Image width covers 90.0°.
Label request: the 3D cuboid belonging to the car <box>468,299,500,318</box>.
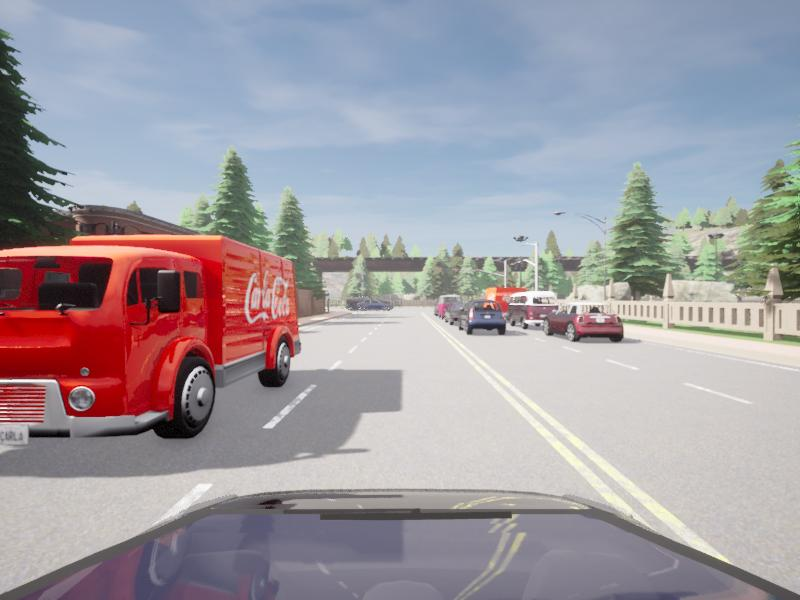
[{"bbox_3d":[7.685,0.749,37.042,2.033,1.649,4.856,0,0,1],"label":"car"}]

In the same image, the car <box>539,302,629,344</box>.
[{"bbox_3d":[7.314,0.840,16.356,1.970,1.475,3.806,0,0,1],"label":"car"}]

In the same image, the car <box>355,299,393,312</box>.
[{"bbox_3d":[-3.485,0.737,54.855,5.027,1.651,2.152,0,0,1],"label":"car"}]

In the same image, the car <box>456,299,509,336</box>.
[{"bbox_3d":[3.870,0.772,19.429,1.851,1.617,3.988,0,0,1],"label":"car"}]

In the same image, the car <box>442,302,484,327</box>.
[{"bbox_3d":[3.992,0.874,26.187,2.033,1.411,5.357,0,0,1],"label":"car"}]

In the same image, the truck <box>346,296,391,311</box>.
[{"bbox_3d":[-4.535,0.497,58.378,6.274,2.098,2.390,0,0,1],"label":"truck"}]

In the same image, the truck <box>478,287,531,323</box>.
[{"bbox_3d":[7.554,0.333,29.542,2.627,2.467,5.204,0,0,1],"label":"truck"}]

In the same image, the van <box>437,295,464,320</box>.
[{"bbox_3d":[4.118,0.572,33.289,1.775,1.987,4.442,0,0,1],"label":"van"}]

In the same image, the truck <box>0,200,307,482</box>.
[{"bbox_3d":[-3.374,0.348,6.119,2.627,2.467,5.204,0,0,1],"label":"truck"}]

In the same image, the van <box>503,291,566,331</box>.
[{"bbox_3d":[7.427,0.553,22.603,2.069,2.038,4.480,0,0,1],"label":"van"}]

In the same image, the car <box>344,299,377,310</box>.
[{"bbox_3d":[-6.011,0.731,61.913,4.856,1.649,2.033,0,0,1],"label":"car"}]
